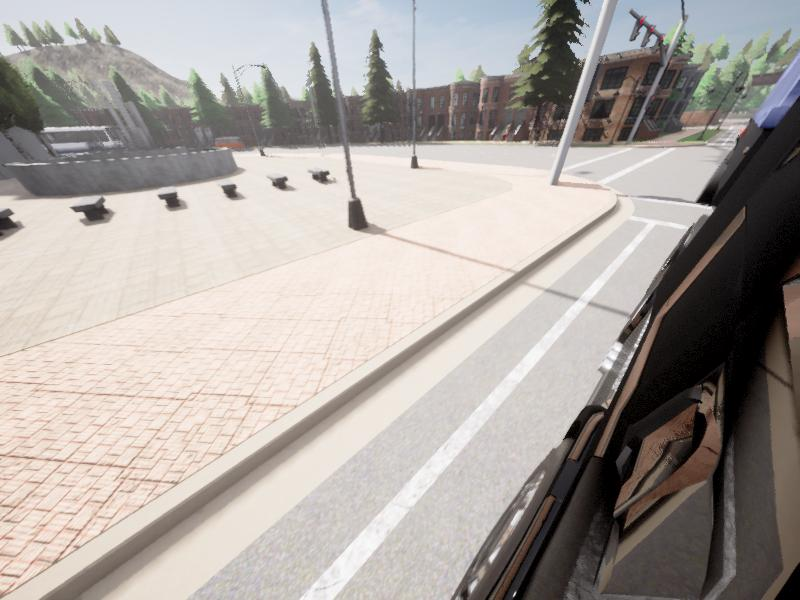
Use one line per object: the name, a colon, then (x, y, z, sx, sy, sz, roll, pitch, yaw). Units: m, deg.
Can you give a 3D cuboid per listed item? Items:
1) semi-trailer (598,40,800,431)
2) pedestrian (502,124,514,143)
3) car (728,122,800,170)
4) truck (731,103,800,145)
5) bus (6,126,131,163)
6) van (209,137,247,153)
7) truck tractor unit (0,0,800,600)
semi-trailer: (8.686, -3.608, 4.248, 14.254, 4.402, 2.717, -28, 44, -30)
pedestrian: (13.215, -20.415, 28.344, 0.751, 1.860, 0.751, -29, 44, -31)
car: (18.990, -7.982, 11.775, 5.238, 1.638, 1.930, -28, 43, -30)
truck: (30.914, -14.719, 19.319, 5.204, 2.467, 2.627, -29, 44, -29)
bus: (-52.460, -25.317, 37.402, 10.273, 4.253, 3.944, -20, 40, -22)
van: (-28.798, -26.097, 38.836, 4.442, 1.987, 1.775, 0, 37, 3)
truck tractor unit: (2.645, -0.295, 0.351, 6.516, 4.208, 3.053, -28, 44, -30)
